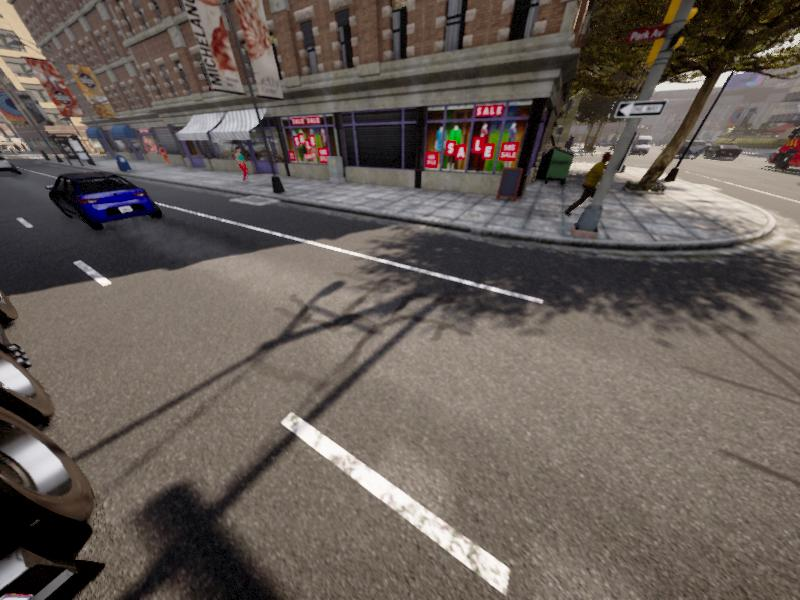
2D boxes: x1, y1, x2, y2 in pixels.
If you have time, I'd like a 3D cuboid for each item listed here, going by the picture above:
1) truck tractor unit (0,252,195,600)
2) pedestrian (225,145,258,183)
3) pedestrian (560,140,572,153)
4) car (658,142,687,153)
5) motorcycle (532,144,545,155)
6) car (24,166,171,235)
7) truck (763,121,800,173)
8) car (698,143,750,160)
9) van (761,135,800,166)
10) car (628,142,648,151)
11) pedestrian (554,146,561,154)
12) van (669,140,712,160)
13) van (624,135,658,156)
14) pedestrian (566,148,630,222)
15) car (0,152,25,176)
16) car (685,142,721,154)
[{"bbox_3d":[-5.087,-0.325,0.806,6.516,4.208,3.053,19,39,25],"label":"truck tractor unit"},{"bbox_3d":[-9.289,-7.974,13.595,0.751,1.860,0.751,5,35,8],"label":"pedestrian"},{"bbox_3d":[28.165,-26.008,39.177,0.751,1.860,0.751,-6,35,-7],"label":"pedestrian"},{"bbox_3d":[50.369,-28.288,42.850,1.801,1.575,5.366,18,39,24],"label":"car"},{"bbox_3d":[22.565,-24.474,37.607,0.764,1.277,2.356,-9,34,6],"label":"motorcycle"},{"bbox_3d":[-10.341,-3.581,7.940,4.193,1.474,1.816,18,39,24],"label":"car"},{"bbox_3d":[32.430,-11.191,16.451,2.891,3.827,8.468,18,39,24],"label":"truck"},{"bbox_3d":[41.092,-19.008,29.513,1.930,1.638,5.238,18,39,24],"label":"car"},{"bbox_3d":[40.699,-14.924,22.962,2.351,2.431,6.366,18,39,24],"label":"van"},{"bbox_3d":[51.214,-33.170,49.866,1.851,1.617,3.988,18,39,24],"label":"car"},{"bbox_3d":[26.228,-25.019,38.438,0.500,1.100,0.500,4,35,6],"label":"pedestrian"},{"bbox_3d":[37.443,-19.507,29.963,1.775,1.987,4.442,18,38,24],"label":"van"},{"bbox_3d":[38.589,-24.862,37.157,1.988,2.561,5.915,18,39,25],"label":"van"},{"bbox_3d":[5.838,-3.449,6.966,0.751,1.860,0.751,16,38,23],"label":"pedestrian"},{"bbox_3d":[-33.832,-11.266,19.133,4.514,1.525,2.007,18,39,24],"label":"car"},{"bbox_3d":[52.670,-26.607,40.330,1.930,1.638,5.238,18,39,24],"label":"car"}]
